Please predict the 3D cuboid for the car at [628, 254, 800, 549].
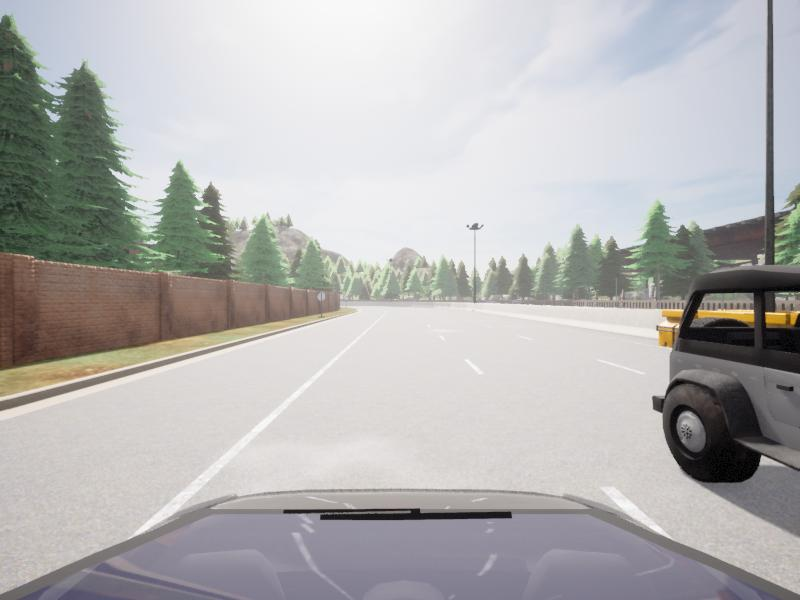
[{"bbox_3d":[3.501,0.646,2.540,1.905,1.878,3.866,0,0,0],"label":"car"}]
